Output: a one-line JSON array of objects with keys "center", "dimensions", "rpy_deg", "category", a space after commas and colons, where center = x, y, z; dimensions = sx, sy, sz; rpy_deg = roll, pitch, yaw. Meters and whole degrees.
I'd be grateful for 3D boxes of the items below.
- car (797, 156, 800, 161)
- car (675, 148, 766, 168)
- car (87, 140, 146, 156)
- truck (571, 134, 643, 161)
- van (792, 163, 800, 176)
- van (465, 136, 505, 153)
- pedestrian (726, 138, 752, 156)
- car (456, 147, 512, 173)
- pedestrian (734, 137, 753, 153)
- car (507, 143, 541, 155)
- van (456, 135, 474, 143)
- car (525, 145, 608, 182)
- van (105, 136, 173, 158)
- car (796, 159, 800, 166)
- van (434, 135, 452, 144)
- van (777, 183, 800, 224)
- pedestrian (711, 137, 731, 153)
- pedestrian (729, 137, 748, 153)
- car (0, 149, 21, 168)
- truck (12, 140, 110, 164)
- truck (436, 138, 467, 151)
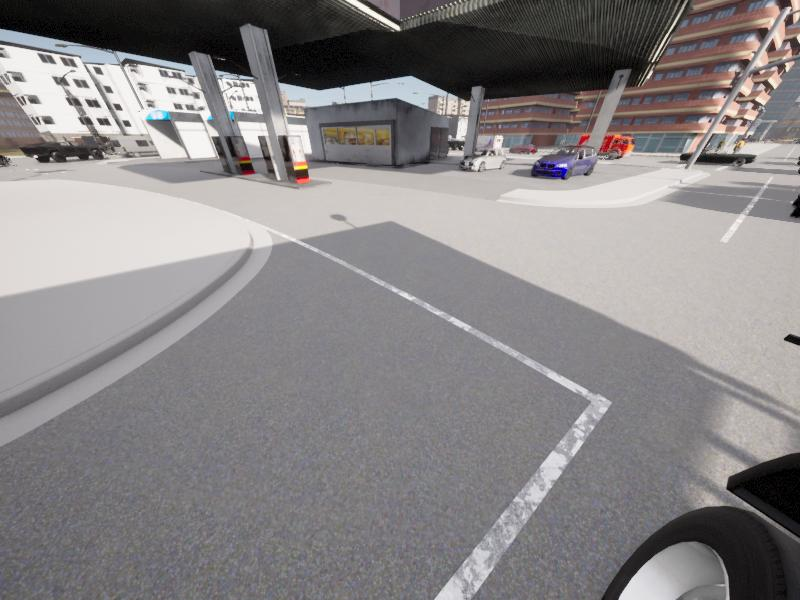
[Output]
[{"center": [46.293, -16.497, 25.379], "dimensions": [4.605, 1.855, 1.932], "rpy_deg": [-23, 41, -28], "category": "car"}, {"center": [29.527, -13.320, 21.496], "dimensions": [1.895, 1.301, 4.718], "rpy_deg": [-23, 41, -28], "category": "car"}, {"center": [-47.258, -25.518, 38.698], "dimensions": [2.150, 2.045, 5.566], "rpy_deg": [13, 37, 18], "category": "car"}, {"center": [24.155, -18.060, 27.244], "dimensions": [2.627, 2.467, 5.204], "rpy_deg": [-23, 41, -29], "category": "truck"}, {"center": [29.012, -9.516, 15.455], "dimensions": [4.480, 2.038, 2.069], "rpy_deg": [-22, 41, -28], "category": "van"}, {"center": [15.331, -28.426, 42.057], "dimensions": [2.351, 2.431, 6.366], "rpy_deg": [-23, 41, -29], "category": "van"}, {"center": [41.406, -18.701, 28.255], "dimensions": [0.751, 1.860, 0.751], "rpy_deg": [5, 36, 7], "category": "pedestrian"}, {"center": [6.567, -11.057, 18.190], "dimensions": [3.806, 1.475, 1.970], "rpy_deg": [-22, 41, -28], "category": "car"}, {"center": [51.305, -23.169, 34.529], "dimensions": [0.751, 1.860, 0.751], "rpy_deg": [28, 44, 34], "category": "pedestrian"}, {"center": [19.898, -24.386, 37.209], "dimensions": [1.994, 1.385, 4.181], "rpy_deg": [-22, 41, -28], "category": "car"}, {"center": [24.500, -60.922, 87.253], "dimensions": [6.366, 2.431, 2.351], "rpy_deg": [-23, 41, -27], "category": "van"}, {"center": [10.492, -8.746, 14.603], "dimensions": [4.611, 1.667, 2.242], "rpy_deg": [-22, 41, -28], "category": "car"}, {"center": [-38.074, -22.612, 34.077], "dimensions": [1.988, 2.561, 5.915], "rpy_deg": [9, 36, 13], "category": "van"}, {"center": [37.808, -13.037, 20.531], "dimensions": [4.605, 1.855, 1.932], "rpy_deg": [-22, 41, -28], "category": "car"}, {"center": [15.301, -57.038, 82.147], "dimensions": [6.366, 2.431, 2.351], "rpy_deg": [-23, 41, -27], "category": "van"}, {"center": [14.565, -3.633, 7.201], "dimensions": [4.480, 2.038, 2.069], "rpy_deg": [-22, 41, -28], "category": "van"}, {"center": [45.553, -21.939, 32.795], "dimensions": [0.751, 1.860, 0.751], "rpy_deg": [-23, 41, -28], "category": "pedestrian"}, {"center": [49.106, -22.439, 33.507], "dimensions": [0.751, 1.860, 0.751], "rpy_deg": [-28, 44, -33], "category": "pedestrian"}, {"center": [-39.112, -13.113, 21.473], "dimensions": [1.845, 1.501, 3.633], "rpy_deg": [-8, 36, -10], "category": "car"}, {"center": [-39.702, -17.691, 27.484], "dimensions": [2.390, 2.098, 6.274], "rpy_deg": [0, 35, 0], "category": "truck"}, {"center": [10.485, -32.113, 47.610], "dimensions": [2.390, 2.098, 6.274], "rpy_deg": [-23, 41, -29], "category": "truck"}]
